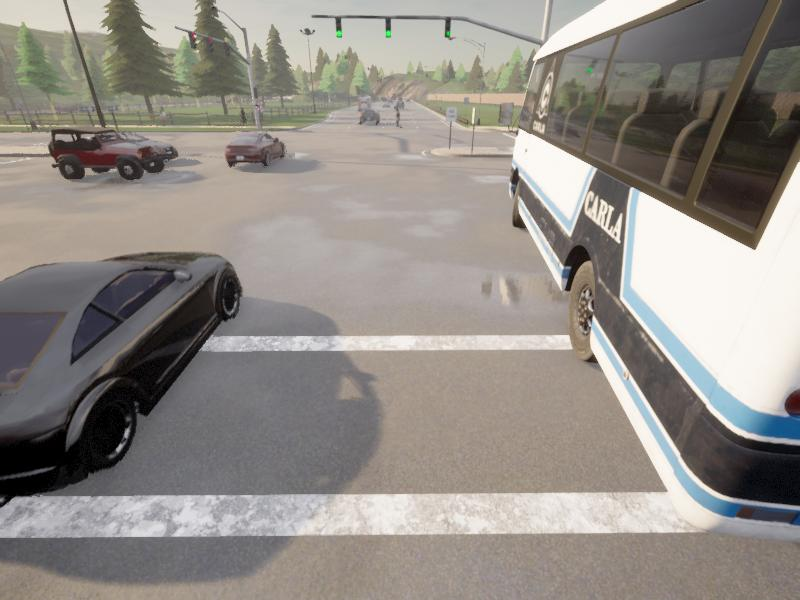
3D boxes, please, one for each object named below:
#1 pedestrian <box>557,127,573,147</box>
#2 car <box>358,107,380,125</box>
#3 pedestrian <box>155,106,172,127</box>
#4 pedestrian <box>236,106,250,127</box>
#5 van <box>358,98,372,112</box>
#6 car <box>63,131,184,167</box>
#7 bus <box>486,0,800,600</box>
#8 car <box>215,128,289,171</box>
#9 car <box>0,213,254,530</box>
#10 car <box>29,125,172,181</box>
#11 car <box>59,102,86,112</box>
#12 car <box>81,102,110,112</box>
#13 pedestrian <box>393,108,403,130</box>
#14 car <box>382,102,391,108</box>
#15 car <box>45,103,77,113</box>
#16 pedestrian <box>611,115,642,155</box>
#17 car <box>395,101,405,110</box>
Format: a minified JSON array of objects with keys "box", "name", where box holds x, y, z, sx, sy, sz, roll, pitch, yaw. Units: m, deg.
[{"box":[9.978,-9.839,24.160,0.500,1.100,0.500,-8,28,-16],"name":"pedestrian"},{"box":[-3.464,-21.283,46.239,2.152,1.651,5.027,0,27,0],"name":"car"},{"box":[-23.449,-18.239,39.670,0.751,1.860,0.751,2,27,4],"name":"pedestrian"},{"box":[-15.357,-17.940,39.088,0.751,1.860,0.751,2,27,3],"name":"pedestrian"},{"box":[-6.933,-38.985,79.793,2.351,2.431,6.366,0,27,0],"name":"van"},{"box":[-13.193,-7.315,19.343,4.181,1.385,1.994,-1,27,-1],"name":"car"},{"box":[3.875,-2.104,6.052,3.944,4.253,10.273,3,27,6],"name":"bus"},{"box":[-6.986,-7.417,19.458,1.812,1.442,4.674,0,27,0],"name":"car"},{"box":[-3.498,0.225,4.673,1.994,1.385,4.181,0,27,0],"name":"car"},{"box":[-11.837,-5.950,16.107,3.866,1.878,1.905,1,27,0],"name":"car"},{"box":[-64.565,-38.090,79.034,1.851,1.617,3.988,0,27,0],"name":"car"},{"box":[-61.056,-38.821,80.330,2.033,1.649,4.856,0,27,0],"name":"car"},{"box":[-0.212,-17.329,38.232,0.751,1.860,0.751,-11,29,-21],"name":"pedestrian"},{"box":[-3.416,-49.763,101.986,1.895,1.301,4.718,0,27,0],"name":"car"},{"box":[-68.056,-38.698,80.425,2.152,1.651,5.027,0,27,0],"name":"car"},{"box":[11.927,-8.701,21.114,0.751,1.860,0.751,0,27,0],"name":"pedestrian"},{"box":[0.076,-45.494,93.431,2.242,1.667,4.611,0,27,0],"name":"car"}]
